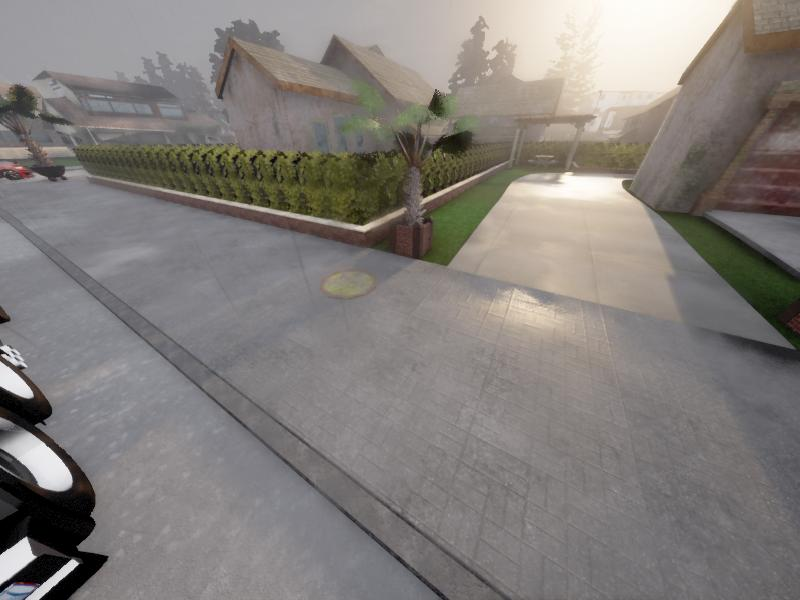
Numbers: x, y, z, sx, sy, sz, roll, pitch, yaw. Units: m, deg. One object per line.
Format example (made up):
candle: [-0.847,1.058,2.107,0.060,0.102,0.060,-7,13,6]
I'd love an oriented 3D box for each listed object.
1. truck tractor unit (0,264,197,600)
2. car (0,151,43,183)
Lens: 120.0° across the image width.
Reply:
truck tractor unit: [-5.112,-0.300,0.780,6.516,4.208,3.053,18,39,24]
car: [-28.265,-8.730,15.261,4.611,1.667,2.242,-28,44,-34]
